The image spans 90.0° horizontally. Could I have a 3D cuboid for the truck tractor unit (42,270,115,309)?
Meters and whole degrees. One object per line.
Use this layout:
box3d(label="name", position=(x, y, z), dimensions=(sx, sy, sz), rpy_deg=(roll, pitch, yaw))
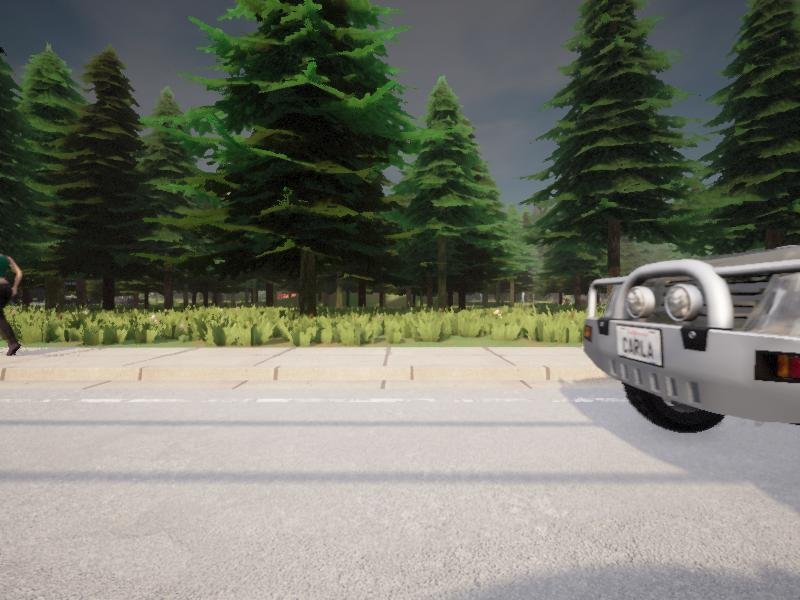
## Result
box3d(label="truck tractor unit", position=(-36.816, -1.113, 46.163), dimensions=(3.053, 4.208, 6.516), rpy_deg=(0, 0, 1))

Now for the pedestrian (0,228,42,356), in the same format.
box3d(label="pedestrian", position=(-6.167, -0.110, 6.100), dimensions=(0.751, 1.860, 0.751), rpy_deg=(0, 0, 6))

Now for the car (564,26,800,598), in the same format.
box3d(label="car", position=(3.602, 0.053, 2.177), dimensions=(4.605, 1.855, 1.932), rpy_deg=(0, 0, 0))

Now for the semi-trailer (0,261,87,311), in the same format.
box3d(label="semi-trailer", position=(-36.831, -1.217, 38.251), dimensions=(2.717, 4.402, 14.254), rpy_deg=(0, 0, 0))
